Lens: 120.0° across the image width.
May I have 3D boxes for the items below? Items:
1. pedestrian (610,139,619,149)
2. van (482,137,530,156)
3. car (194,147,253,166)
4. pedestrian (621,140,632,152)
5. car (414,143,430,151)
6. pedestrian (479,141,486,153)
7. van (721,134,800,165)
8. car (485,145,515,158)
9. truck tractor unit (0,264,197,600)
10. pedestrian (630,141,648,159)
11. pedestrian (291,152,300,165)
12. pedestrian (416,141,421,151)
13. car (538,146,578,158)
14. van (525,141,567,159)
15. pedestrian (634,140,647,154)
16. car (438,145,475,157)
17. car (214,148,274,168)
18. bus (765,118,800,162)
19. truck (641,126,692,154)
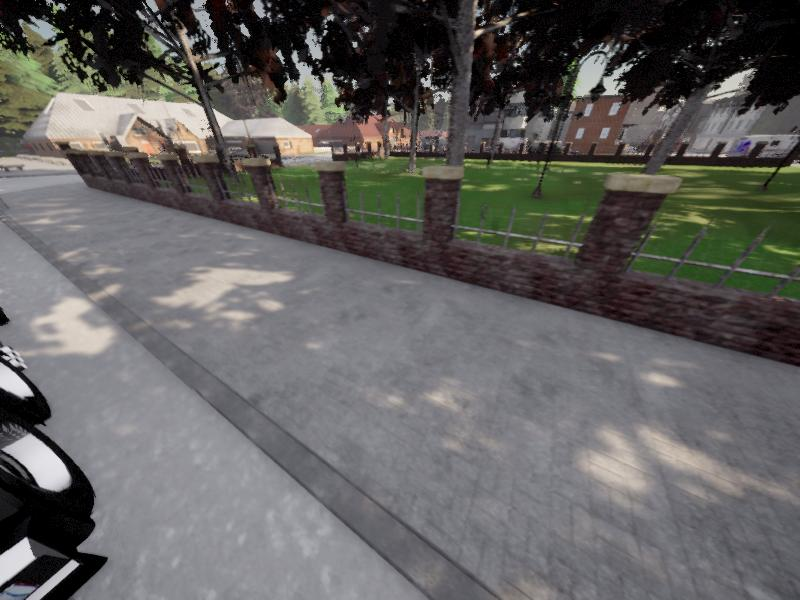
[{"bbox_3d":[51.038,-37.073,54.941,0.751,1.860,0.751,2,35,4],"label":"pedestrian"},{"bbox_3d":[17.115,-24.853,37.448,6.366,2.431,2.351,18,39,24],"label":"van"},{"bbox_3d":[-20.355,-16.794,26.909,2.242,1.667,4.611,18,39,25],"label":"car"},{"bbox_3d":[40.969,-27.878,41.808,0.751,1.860,0.751,17,38,23],"label":"pedestrian"},{"bbox_3d":[5.601,-38.078,57.363,1.882,1.535,5.008,18,39,24],"label":"car"},{"bbox_3d":[15.158,-28.166,42.489,0.751,1.860,0.751,13,37,19],"label":"pedestrian"},{"bbox_3d":[39.758,-15.855,24.231,2.351,2.431,6.366,-13,35,-11],"label":"van"},{"bbox_3d":[15.048,-22.423,34.760,3.633,1.501,1.845,17,38,23],"label":"car"},{"bbox_3d":[-5.112,-0.298,0.787,6.516,4.208,3.053,18,39,24],"label":"truck tractor unit"},{"bbox_3d":[31.110,-19.522,30.092,0.751,1.860,0.751,17,39,24],"label":"pedestrian"},{"bbox_3d":[-11.226,-15.226,24.835,0.500,1.100,0.500,18,39,25],"label":"pedestrian"},{"bbox_3d":[4.138,-34.441,51.664,0.751,1.860,0.751,25,42,31],"label":"pedestrian"},{"bbox_3d":[23.465,-22.092,34.404,4.718,1.301,1.895,20,40,27],"label":"car"},{"bbox_3d":[20.212,-20.885,32.096,4.442,1.987,1.775,17,38,23],"label":"van"},{"bbox_3d":[38.423,-24.463,36.924,0.751,1.860,0.751,26,43,33],"label":"pedestrian"},{"bbox_3d":[9.198,-24.425,37.819,5.357,1.411,2.033,19,39,26],"label":"car"},{"bbox_3d":[-16.943,-15.676,25.383,1.882,1.535,5.008,18,39,25],"label":"car"},{"bbox_3d":[46.158,-16.361,23.377,10.273,4.253,3.944,-1,38,-5],"label":"bus"},{"bbox_3d":[47.195,-28.628,41.341,2.891,3.827,8.468,18,39,25],"label":"truck"}]
